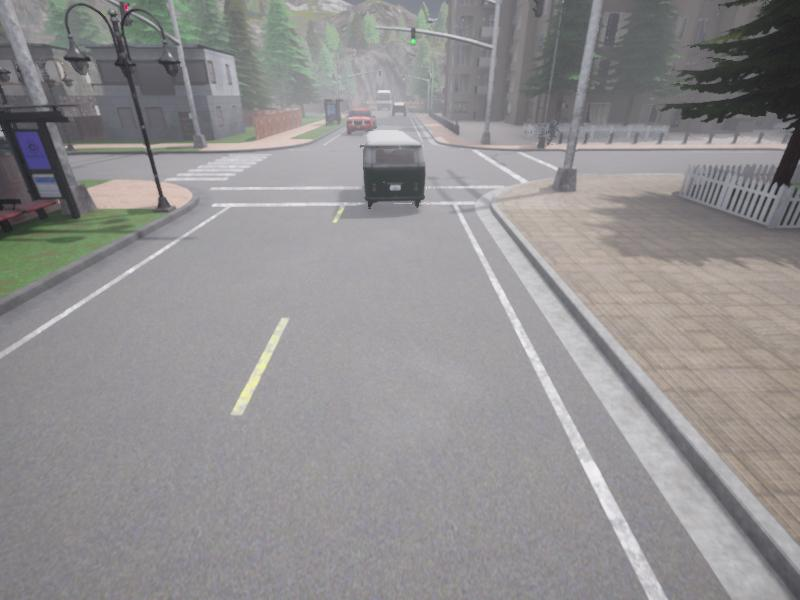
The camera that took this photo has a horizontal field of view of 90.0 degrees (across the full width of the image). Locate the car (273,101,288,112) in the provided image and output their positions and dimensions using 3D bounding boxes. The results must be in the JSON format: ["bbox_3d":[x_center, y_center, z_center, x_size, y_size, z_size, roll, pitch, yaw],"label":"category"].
[{"bbox_3d":[-25.191,-40.843,84.446,1.932,1.855,4.605,-1,27,-1],"label":"car"}]

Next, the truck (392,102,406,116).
[{"bbox_3d":[-0.141,-33.596,70.298,2.390,2.098,6.274,0,27,0],"label":"truck"}]

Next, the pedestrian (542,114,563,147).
[{"bbox_3d":[9.705,-10.801,25.480,0.751,1.860,0.751,1,27,3],"label":"pedestrian"}]

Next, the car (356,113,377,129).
[{"bbox_3d":[-3.586,-19.592,43.631,1.994,1.385,4.181,0,27,0],"label":"car"}]

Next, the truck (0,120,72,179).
[{"bbox_3d":[-18.360,-6.372,16.849,6.274,2.098,2.390,-4,27,-8],"label":"truck"}]

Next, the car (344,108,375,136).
[{"bbox_3d":[-3.570,-16.263,36.353,2.150,2.045,5.566,0,27,0],"label":"car"}]

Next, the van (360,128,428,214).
[{"bbox_3d":[-0.361,-4.422,13.188,1.775,1.987,4.442,-2,27,-5],"label":"van"}]

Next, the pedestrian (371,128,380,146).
[{"bbox_3d":[-1.672,-11.105,27.221,0.500,1.100,0.500,-3,27,-6],"label":"pedestrian"}]

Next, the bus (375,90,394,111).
[{"bbox_3d":[-3.573,-47.370,94.958,3.944,4.253,10.273,0,27,0],"label":"bus"}]
